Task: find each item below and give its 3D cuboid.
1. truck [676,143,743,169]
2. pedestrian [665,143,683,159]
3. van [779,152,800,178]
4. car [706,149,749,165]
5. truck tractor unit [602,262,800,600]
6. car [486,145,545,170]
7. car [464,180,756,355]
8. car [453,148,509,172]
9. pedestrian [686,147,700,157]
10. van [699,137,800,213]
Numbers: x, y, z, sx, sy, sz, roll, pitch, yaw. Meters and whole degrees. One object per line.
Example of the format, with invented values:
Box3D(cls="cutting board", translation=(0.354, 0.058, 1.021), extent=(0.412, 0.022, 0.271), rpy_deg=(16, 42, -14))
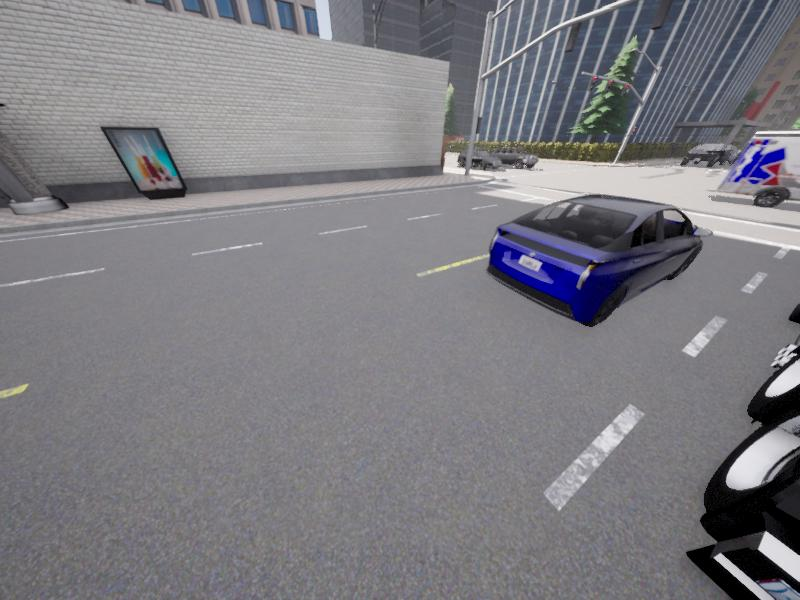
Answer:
Box3D(cls="truck", translation=(32.888, -15.439, 24.553), extent=(6.274, 2.098, 2.390), rpy_deg=(-18, 39, -24))
Box3D(cls="pedestrian", translation=(38.503, -21.017, 32.495), extent=(0.751, 1.860, 0.751), rpy_deg=(-18, 39, -24))
Box3D(cls="van", translation=(32.901, -10.995, 17.794), extent=(5.915, 2.561, 1.988), rpy_deg=(-16, 38, -22))
Box3D(cls="car", translation=(39.696, -17.392, 27.978), extent=(4.674, 1.442, 1.812), rpy_deg=(-18, 39, -24))
Box3D(cls="truck tractor unit", translation=(5.105, -0.307, 0.784), extent=(6.516, 4.208, 3.053), rpy_deg=(-18, 39, -24))
Box3D(cls="car", translation=(11.062, -13.982, 22.592), extent=(1.932, 1.855, 4.605), rpy_deg=(-18, 38, -24))
Box3D(cls="car", translation=(3.674, -1.049, 4.193), extent=(4.514, 1.525, 2.007), rpy_deg=(-18, 39, -24))
Box3D(cls="car", translation=(7.450, -13.346, 21.871), extent=(2.033, 1.649, 4.856), rpy_deg=(-16, 38, -22))
Box3D(cls="pedestrian", translation=(45.459, -22.960, 35.825), extent=(0.751, 1.300, 0.751), rpy_deg=(-20, 40, -26))
Box3D(cls="van", translation=(16.841, -4.527, 8.531), extent=(2.351, 2.431, 6.366), rpy_deg=(-18, 39, -24))
